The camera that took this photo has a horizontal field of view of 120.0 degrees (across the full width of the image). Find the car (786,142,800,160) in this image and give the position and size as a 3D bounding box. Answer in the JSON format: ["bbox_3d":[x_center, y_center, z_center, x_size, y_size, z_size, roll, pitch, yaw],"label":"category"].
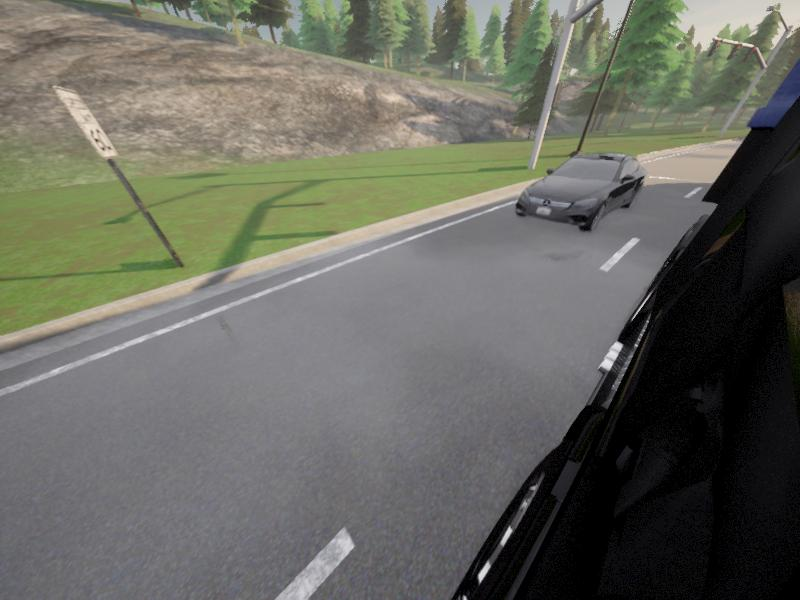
[{"bbox_3d":[23.606,-8.628,12.540,3.705,1.549,1.789,-20,40,-23],"label":"car"}]

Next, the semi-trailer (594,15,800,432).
[{"bbox_3d":[8.917,-3.431,4.022,14.254,4.402,2.717,-25,42,-27],"label":"semi-trailer"}]

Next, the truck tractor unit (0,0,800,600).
[{"bbox_3d":[2.645,-0.295,0.352,6.516,4.208,3.053,-28,44,-30],"label":"truck tractor unit"}]

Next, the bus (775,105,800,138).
[{"bbox_3d":[43.649,-18.402,22.215,10.273,4.253,3.944,-14,38,-16],"label":"bus"}]

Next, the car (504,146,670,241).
[{"bbox_3d":[5.244,-3.221,6.435,4.674,1.442,1.812,-26,43,-28],"label":"car"}]
